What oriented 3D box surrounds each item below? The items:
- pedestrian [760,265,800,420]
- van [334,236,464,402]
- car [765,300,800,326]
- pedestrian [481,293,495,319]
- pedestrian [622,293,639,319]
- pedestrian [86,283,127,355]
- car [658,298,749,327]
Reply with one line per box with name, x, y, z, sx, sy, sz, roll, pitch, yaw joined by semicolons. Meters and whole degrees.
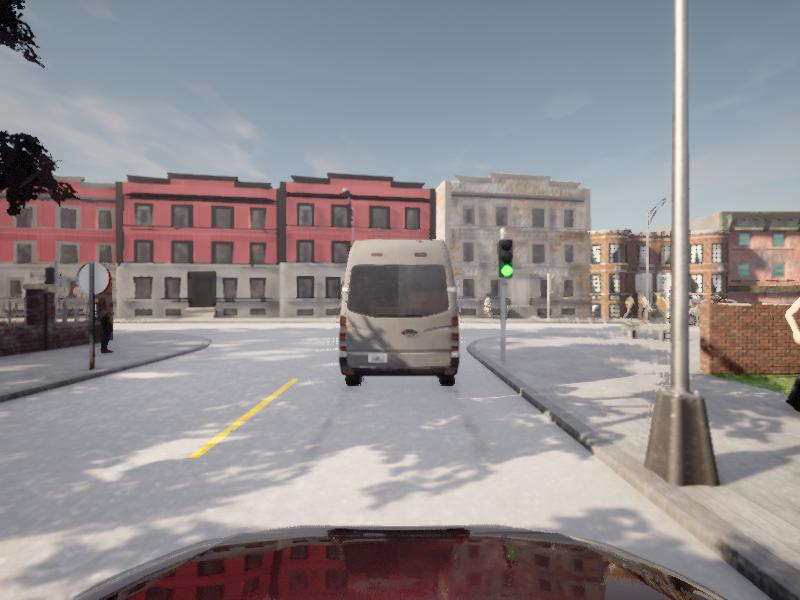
pedestrian;5.168;0.506;4.938;0.751;1.860;0.751;0;0;-5
van;0.027;0.288;9.122;1.988;2.561;5.915;0;0;1
car;24.289;0.739;23.719;3.633;1.501;1.845;0;0;0
pedestrian;6.234;0.429;28.341;0.751;1.860;0.751;0;0;-7
pedestrian;16.591;0.426;28.839;0.751;1.860;0.751;0;0;-3
pedestrian;-7.931;0.494;10.824;0.751;1.860;0.751;0;0;42
car;17.930;0.700;23.748;3.988;1.617;1.851;0;0;0
